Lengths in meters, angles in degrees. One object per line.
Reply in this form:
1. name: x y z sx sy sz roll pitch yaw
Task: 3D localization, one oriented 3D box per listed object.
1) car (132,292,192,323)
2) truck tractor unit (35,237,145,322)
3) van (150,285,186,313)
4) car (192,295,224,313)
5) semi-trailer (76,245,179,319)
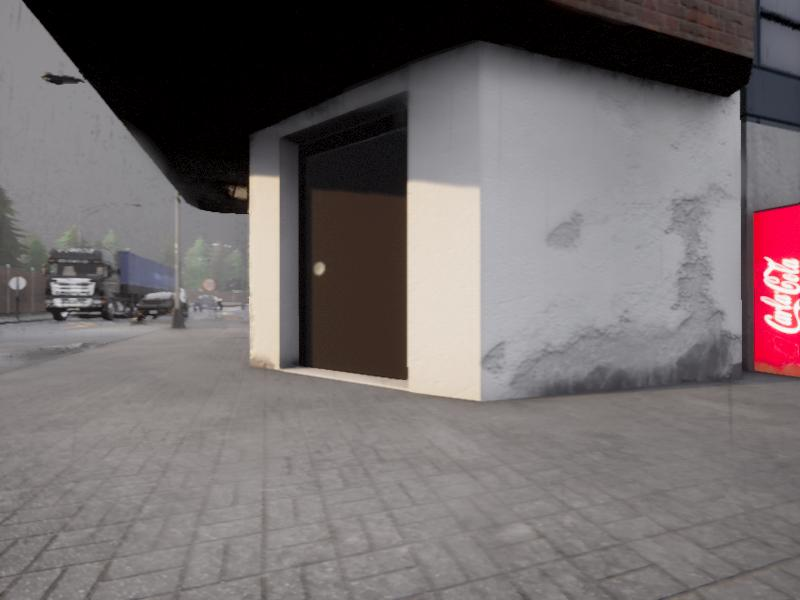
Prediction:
1. car: -12.968 0.369 22.098 1.837 1.490 4.892 0 0 -19
2. truck tractor unit: -17.629 -0.977 23.383 3.053 4.208 6.516 0 -1 -18
3. van: -23.273 -0.050 40.341 1.988 2.561 5.915 0 0 -19
4. car: -18.569 0.388 38.868 2.152 1.651 5.027 0 0 -18
5. semi-trailer: -20.124 -1.041 30.892 2.717 4.402 14.254 0 0 -18
